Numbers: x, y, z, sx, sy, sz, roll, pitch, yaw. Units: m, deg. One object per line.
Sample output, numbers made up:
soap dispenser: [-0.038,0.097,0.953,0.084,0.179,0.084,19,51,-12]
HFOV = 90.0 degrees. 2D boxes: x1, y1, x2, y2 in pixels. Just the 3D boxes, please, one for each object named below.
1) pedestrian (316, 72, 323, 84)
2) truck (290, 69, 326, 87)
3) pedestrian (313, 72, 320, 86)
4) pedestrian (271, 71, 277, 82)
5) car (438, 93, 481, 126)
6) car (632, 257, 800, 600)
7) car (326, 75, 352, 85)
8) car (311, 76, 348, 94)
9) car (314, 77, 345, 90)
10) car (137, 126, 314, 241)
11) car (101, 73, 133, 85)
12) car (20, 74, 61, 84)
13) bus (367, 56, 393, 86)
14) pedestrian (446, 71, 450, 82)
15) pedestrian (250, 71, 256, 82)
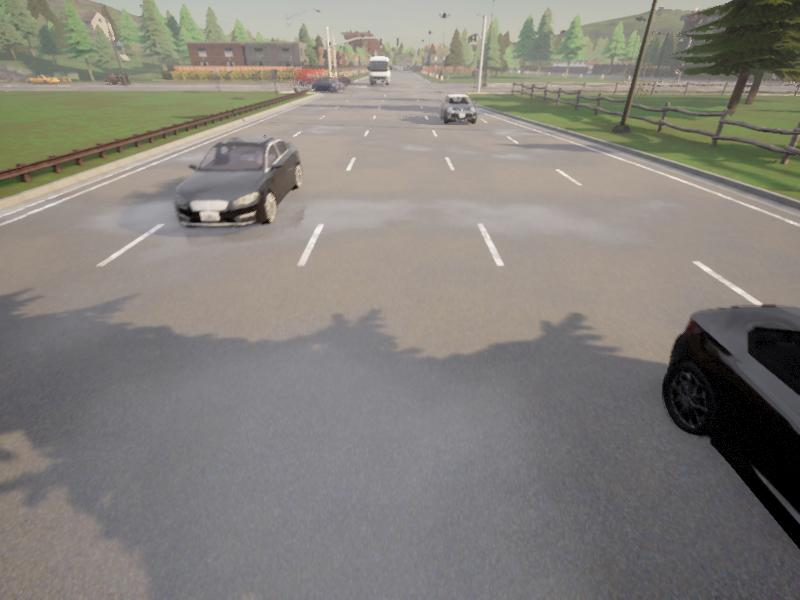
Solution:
pedestrian: [-14.865,-41.017,73.941,0.751,1.860,0.751,6,31,9]
truck: [-15.085,-36.608,65.888,5.204,2.467,2.627,1,30,0]
pedestrian: [-12.975,-34.434,62.428,0.751,1.860,0.751,3,31,6]
pedestrian: [-25.128,-44.562,79.673,0.751,1.860,0.751,0,30,0]
car: [3.508,-11.608,24.284,1.970,1.475,3.806,0,30,0]
car: [3.509,1.292,2.312,1.816,1.474,4.193,0,30,0]
car: [-11.112,-40.268,73.201,4.181,1.385,1.994,-21,36,-31]
car: [-8.865,-26.980,50.148,4.553,1.767,2.097,24,39,35]
car: [-9.864,-30.387,56.134,3.988,1.617,1.851,0,30,1]
car: [-3.692,-3.077,9.715,2.128,1.511,4.902,0,30,0]
car: [-49.048,-38.362,69.418,3.866,1.878,1.905,0,30,0]
car: [-65.132,-40.064,72.618,5.366,1.575,1.801,0,30,1]
bus: [-3.297,-39.638,69.285,3.944,4.253,10.273,0,30,0]
pedestrian: [9.561,-44.645,79.832,0.751,1.860,0.751,3,31,5]
pedestrian: [-29.367,-44.695,79.897,0.751,1.860,0.751,0,30,1]
